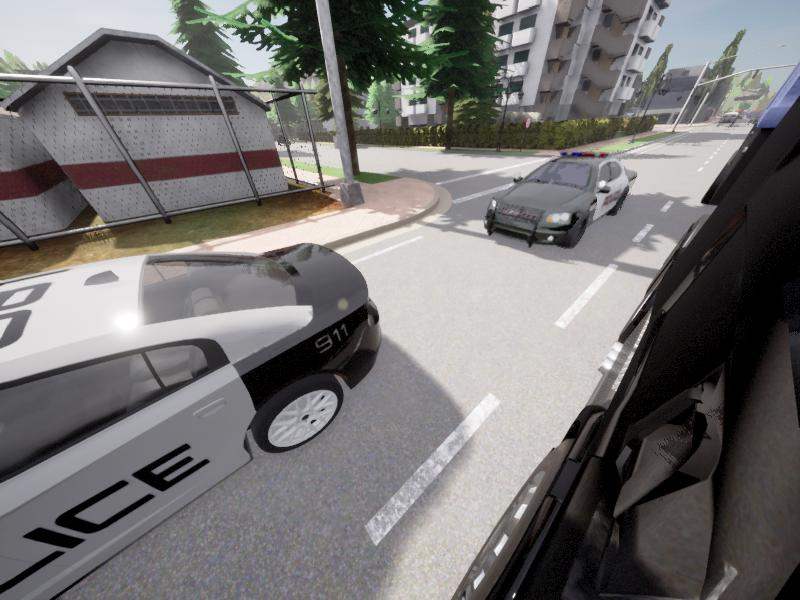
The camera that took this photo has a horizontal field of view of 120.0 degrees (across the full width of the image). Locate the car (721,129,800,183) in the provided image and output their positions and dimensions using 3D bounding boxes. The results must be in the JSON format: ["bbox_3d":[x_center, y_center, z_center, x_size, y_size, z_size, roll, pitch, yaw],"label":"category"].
[{"bbox_3d":[15.514,-6.061,9.550,3.806,1.475,1.970,-28,43,-30],"label":"car"}]

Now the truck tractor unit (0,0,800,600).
[{"bbox_3d":[2.645,-0.295,0.351,6.516,4.208,3.053,-28,44,-30],"label":"truck tractor unit"}]

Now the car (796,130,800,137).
[{"bbox_3d":[39.551,-16.266,21.562,5.366,1.575,1.801,-28,44,-30],"label":"car"}]

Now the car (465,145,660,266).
[{"bbox_3d":[4.104,-2.726,5.745,4.974,1.542,2.038,-28,44,-30],"label":"car"}]

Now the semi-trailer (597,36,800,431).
[{"bbox_3d":[8.729,-3.586,4.194,14.254,4.402,2.717,-28,43,-29],"label":"semi-trailer"}]

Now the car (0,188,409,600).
[{"bbox_3d":[-2.546,0.792,1.375,5.238,1.638,1.930,-28,44,-30],"label":"car"}]
